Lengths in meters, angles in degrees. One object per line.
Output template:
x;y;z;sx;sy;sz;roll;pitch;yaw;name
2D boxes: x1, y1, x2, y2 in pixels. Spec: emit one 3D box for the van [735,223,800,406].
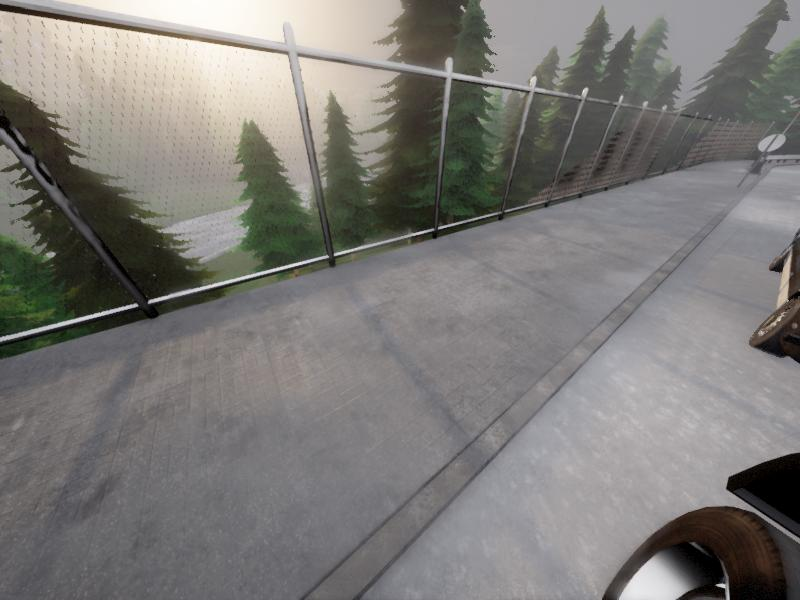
6.824;-0.678;2.631;5.915;2.561;1.988;-22;41;-28;van
